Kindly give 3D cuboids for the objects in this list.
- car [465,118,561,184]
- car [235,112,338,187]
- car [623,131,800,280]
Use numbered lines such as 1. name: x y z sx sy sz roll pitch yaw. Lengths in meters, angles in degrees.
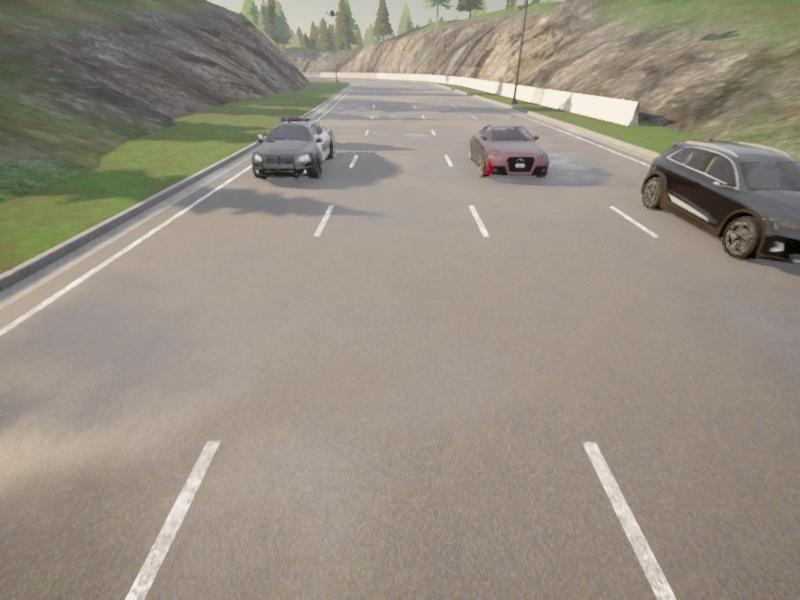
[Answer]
1. car: 3.529 -5.104 13.382 1.994 1.385 4.181 0 30 0
2. car: -3.470 -5.205 13.377 2.038 1.542 4.974 0 30 0
3. car: 7.027 -2.259 8.273 2.033 1.649 4.856 0 30 0
